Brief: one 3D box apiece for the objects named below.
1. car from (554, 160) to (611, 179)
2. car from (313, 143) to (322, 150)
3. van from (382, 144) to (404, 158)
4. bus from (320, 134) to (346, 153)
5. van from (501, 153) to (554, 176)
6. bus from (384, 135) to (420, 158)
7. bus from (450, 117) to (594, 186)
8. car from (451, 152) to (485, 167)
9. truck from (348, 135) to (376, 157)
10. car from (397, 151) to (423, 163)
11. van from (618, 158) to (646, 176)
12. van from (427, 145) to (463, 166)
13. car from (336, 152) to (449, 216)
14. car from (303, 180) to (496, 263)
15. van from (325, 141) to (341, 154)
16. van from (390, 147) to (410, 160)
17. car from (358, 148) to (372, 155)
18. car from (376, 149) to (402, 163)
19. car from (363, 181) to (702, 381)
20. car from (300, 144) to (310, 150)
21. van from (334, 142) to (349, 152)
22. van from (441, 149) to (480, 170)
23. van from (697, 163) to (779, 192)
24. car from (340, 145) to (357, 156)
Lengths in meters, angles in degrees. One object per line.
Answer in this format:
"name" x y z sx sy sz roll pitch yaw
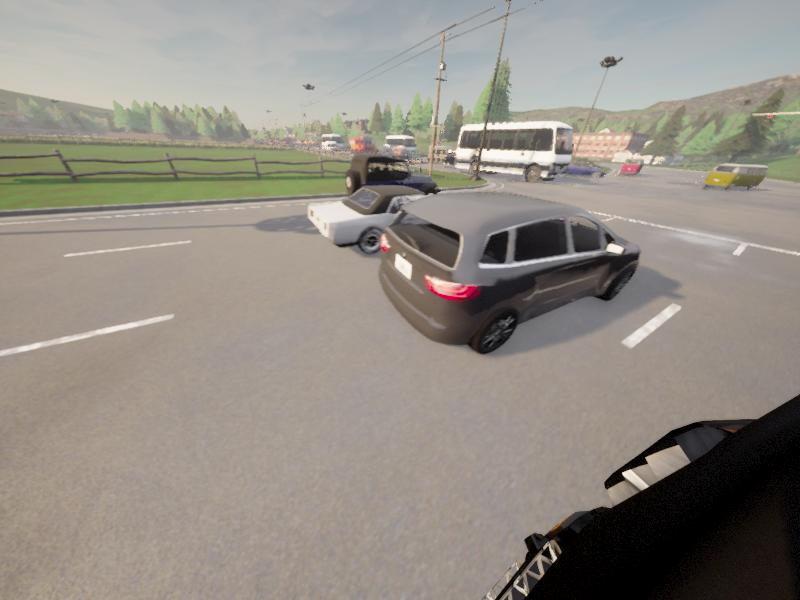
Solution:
"car" 20.669 -14.980 26.473 4.792 1.488 2.163 20 38 24
"car" -28.705 -53.280 80.250 1.905 1.878 3.866 -17 38 -26
"van" -1.755 -35.036 54.197 2.351 2.431 6.366 -17 38 -26
"bus" -19.628 -45.658 67.271 3.944 4.253 10.273 -17 38 -26
"van" 14.515 -15.657 26.569 2.069 2.038 4.480 -21 40 -30
"bus" 0.147 -37.933 57.020 3.944 4.253 10.273 -17 38 -26
"bus" 10.052 -13.581 21.155 3.944 4.253 10.273 -22 40 -31
"car" 10.781 -22.548 37.033 2.152 1.651 5.027 -17 38 -26
"truck" -8.541 -34.595 51.810 2.891 3.827 8.468 -17 38 -26
"car" 1.564 -23.800 38.401 1.837 1.490 4.892 -17 38 -26
"van" 33.009 -18.945 32.808 4.442 1.987 1.775 -27 43 -36
"van" 6.944 -22.848 36.397 1.988 2.561 5.915 -17 38 -26
"car" -0.280 -4.794 9.391 3.866 1.878 1.905 -17 38 -26
"car" 0.110 -2.405 6.370 4.718 1.301 1.895 -16 38 -26
"van" -16.980 -38.420 58.101 1.988 2.561 5.915 -17 38 -26
"van" -0.064 -29.399 46.250 1.775 1.987 4.442 -17 38 -26
"car" -9.012 -37.833 58.786 1.812 1.442 4.674 -17 38 -26
"car" -1.890 -23.415 37.427 2.242 1.667 4.611 -17 38 -26
"car" 1.996 -0.874 3.862 4.611 1.667 2.242 -14 37 -24
"car" -33.552 -54.022 81.337 2.242 1.667 4.611 -17 38 -26
"van" -17.961 -46.928 70.935 2.351 2.431 6.366 -17 38 -26
"van" 7.702 -18.091 29.760 2.069 2.038 4.480 -17 38 -26
"van" 29.858 -10.893 20.505 4.442 1.987 1.775 -5 35 -11
"car" -11.191 -32.512 50.260 1.932 1.855 4.605 -17 38 -26
